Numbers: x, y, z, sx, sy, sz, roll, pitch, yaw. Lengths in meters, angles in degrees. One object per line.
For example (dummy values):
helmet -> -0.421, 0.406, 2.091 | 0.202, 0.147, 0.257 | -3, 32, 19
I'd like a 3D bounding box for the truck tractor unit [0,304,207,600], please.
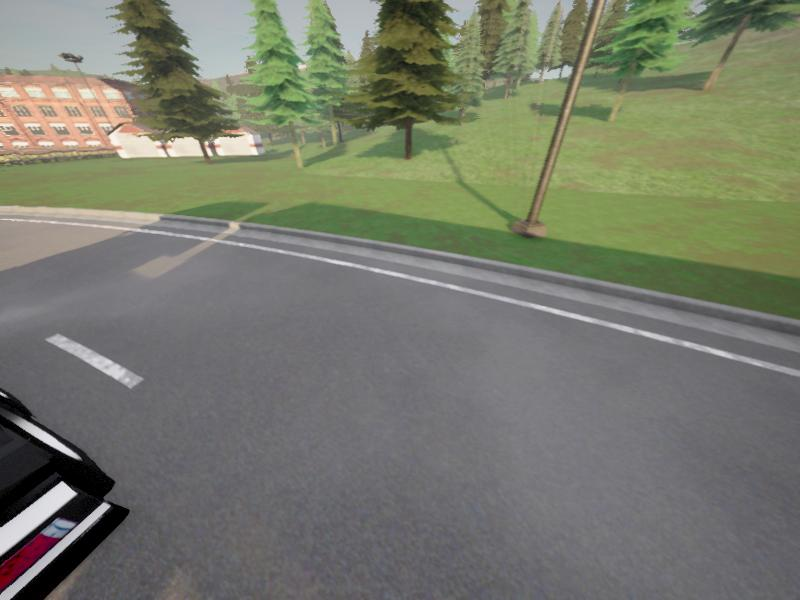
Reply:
truck tractor unit -> -5.241, -0.143, 0.578 | 6.516, 4.208, 3.053 | 13, 38, 18
